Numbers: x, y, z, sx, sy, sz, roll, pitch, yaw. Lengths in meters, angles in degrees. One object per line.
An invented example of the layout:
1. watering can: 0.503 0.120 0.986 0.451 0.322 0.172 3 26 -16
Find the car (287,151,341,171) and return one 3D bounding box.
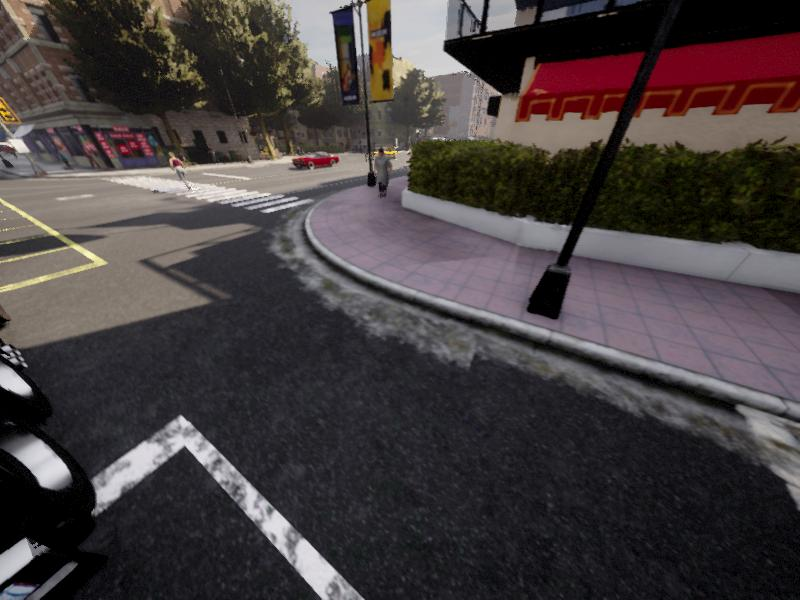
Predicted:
1. car: -8.231 -13.698 22.626 1.895 1.301 4.718 18 39 24

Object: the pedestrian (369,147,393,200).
1. pedestrian: -0.756 -5.266 9.639 0.751 1.860 0.751 4 35 7

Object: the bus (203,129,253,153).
1. bus: -39.687 -36.703 53.374 10.273 4.253 3.944 18 39 24

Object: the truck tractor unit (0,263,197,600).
1. truck tractor unit: -5.112 -0.299 0.782 6.516 4.208 3.053 18 39 24

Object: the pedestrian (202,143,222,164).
1. pedestrian: -20.460 -15.963 25.187 0.751 1.860 0.751 14 37 20

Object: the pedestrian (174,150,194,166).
1. pedestrian: -21.719 -14.240 23.212 0.751 1.300 0.751 13 37 19

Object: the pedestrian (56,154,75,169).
1. pedestrian: -31.580 -13.073 21.801 0.500 1.100 0.500 23 41 29

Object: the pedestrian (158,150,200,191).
1. pedestrian: -11.879 -6.968 12.452 0.751 1.860 0.751 18 39 24
